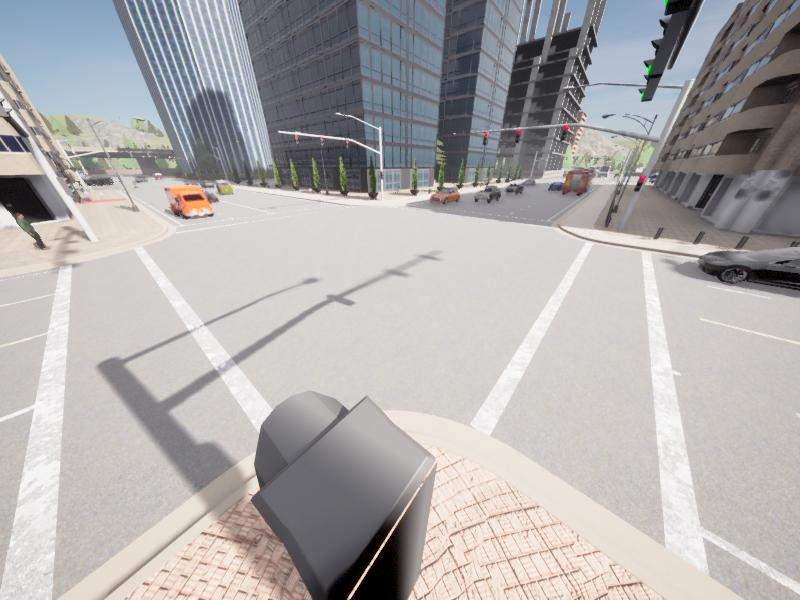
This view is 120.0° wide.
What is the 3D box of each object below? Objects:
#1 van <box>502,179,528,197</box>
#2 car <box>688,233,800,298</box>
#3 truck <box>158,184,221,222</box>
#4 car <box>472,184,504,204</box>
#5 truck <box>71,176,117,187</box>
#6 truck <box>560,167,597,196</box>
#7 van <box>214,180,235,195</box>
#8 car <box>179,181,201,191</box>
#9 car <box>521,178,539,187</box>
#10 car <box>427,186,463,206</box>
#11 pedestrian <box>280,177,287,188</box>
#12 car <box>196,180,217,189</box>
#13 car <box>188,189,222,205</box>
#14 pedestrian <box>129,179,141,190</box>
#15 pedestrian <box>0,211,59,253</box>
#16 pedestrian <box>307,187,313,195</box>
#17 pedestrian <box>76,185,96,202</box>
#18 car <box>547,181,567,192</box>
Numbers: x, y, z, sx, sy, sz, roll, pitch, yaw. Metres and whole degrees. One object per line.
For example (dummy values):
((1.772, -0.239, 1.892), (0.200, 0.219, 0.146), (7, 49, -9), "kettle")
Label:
((18.104, -17.649, 36.386), (2.069, 2.038, 4.480), (23, 40, 34), "van")
((14.725, -1.127, 8.477), (4.792, 1.488, 2.163), (23, 37, 34), "car")
((-19.194, -8.963, 21.052), (5.204, 2.467, 2.627), (23, 37, 34), "truck")
((11.313, -13.571, 29.522), (1.932, 1.855, 4.605), (23, 37, 34), "car")
((-71.129, -27.717, 53.913), (2.390, 2.098, 6.274), (-2, 30, -5), "truck")
((29.886, -19.926, 38.582), (2.891, 3.827, 8.468), (23, 37, 34), "truck")
((-29.725, -19.034, 38.987), (1.775, 1.987, 4.442), (-23, 37, -34), "van")
((-41.182, -22.370, 45.225), (4.514, 1.525, 2.007), (23, 37, 34), "car")
((29.915, -27.049, 53.235), (2.128, 1.511, 4.902), (23, 37, 34), "car")
((5.584, -12.881, 28.411), (2.097, 1.767, 4.553), (23, 37, 34), "car")
((-24.363, -24.523, 48.226), (0.751, 1.860, 0.751), (-19, 35, -30), "pedestrian")
((-41.206, -24.667, 49.204), (4.514, 1.525, 2.007), (23, 37, 34), "car")
((-24.749, -13.083, 29.297), (4.181, 1.385, 1.994), (23, 37, 34), "car")
((-51.074, -22.193, 44.533), (0.751, 1.860, 0.751), (18, 35, 28), "pedestrian")
((-18.489, -3.417, 11.599), (0.751, 1.860, 0.751), (-26, 39, -38), "pedestrian")
((-14.095, -17.195, 36.334), (0.500, 1.100, 0.500), (22, 37, 33), "pedestrian")
((-39.651, -13.502, 29.178), (0.751, 1.860, 0.751), (21, 36, 31), "pedestrian")
((29.697, -21.530, 43.649), (1.882, 1.535, 5.008), (23, 37, 34), "car")
